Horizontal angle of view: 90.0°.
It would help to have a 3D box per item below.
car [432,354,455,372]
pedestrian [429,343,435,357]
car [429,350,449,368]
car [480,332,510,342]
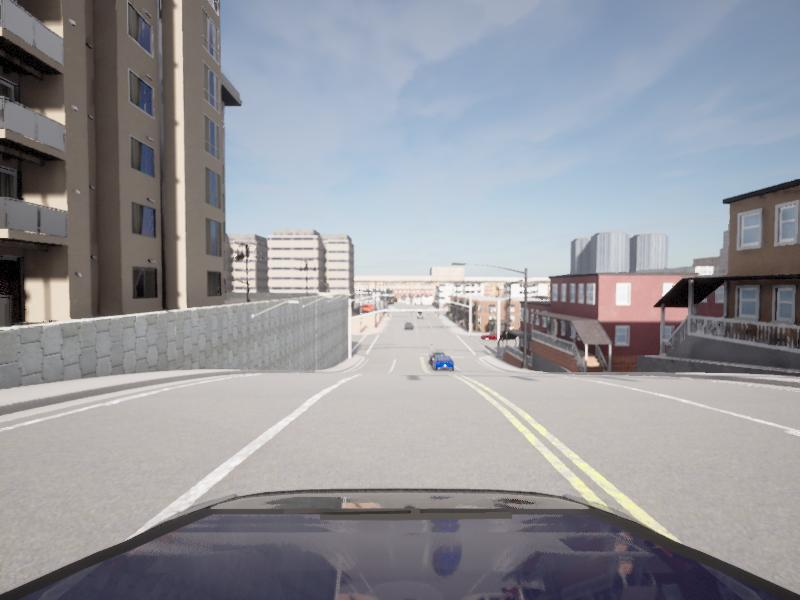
[{"bbox_3d":[4.353,6.363,40.518,1.882,1.535,5.008,0,-6,1],"label":"car"},{"bbox_3d":[4.359,6.858,55.060,0.751,1.860,0.751,0,2,7],"label":"pedestrian"},{"bbox_3d":[4.499,6.831,47.038,2.033,1.649,4.856,0,-3,1],"label":"car"},{"bbox_3d":[17.030,6.552,71.804,5.008,1.535,1.882,0,2,1],"label":"car"}]
